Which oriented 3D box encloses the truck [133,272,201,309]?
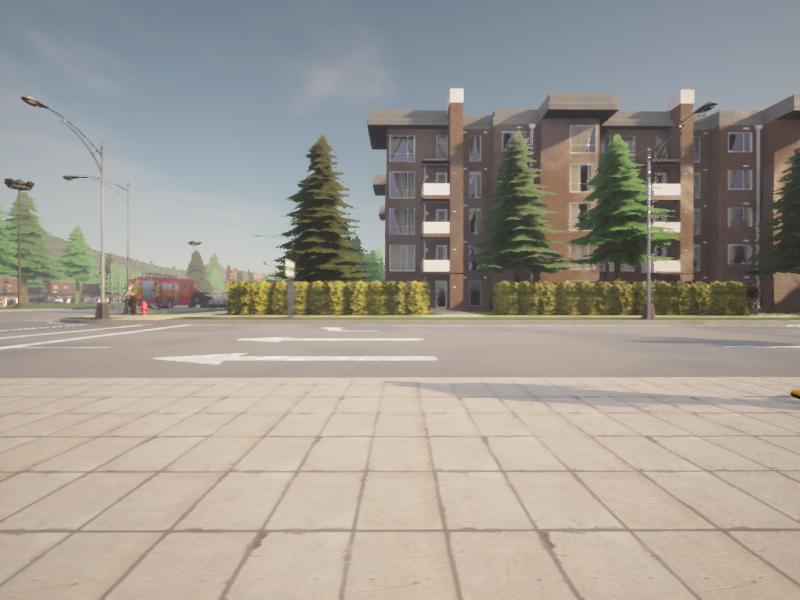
[{"bbox_3d":[-26.084,-0.954,45.387,2.891,3.827,8.468,0,0,0],"label":"truck"}]

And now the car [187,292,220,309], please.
[{"bbox_3d":[-22.594,0.017,46.211,1.905,1.878,3.866,0,0,0],"label":"car"}]

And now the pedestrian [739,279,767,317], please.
[{"bbox_3d":[17.728,-0.093,20.110,0.751,1.860,0.751,0,0,0],"label":"pedestrian"}]

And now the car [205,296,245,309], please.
[{"bbox_3d":[-19.079,0.270,43.873,2.033,1.411,5.357,0,0,0],"label":"car"}]

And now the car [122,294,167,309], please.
[{"bbox_3d":[-29.599,0.133,46.622,1.930,1.638,5.238,0,0,0],"label":"car"}]

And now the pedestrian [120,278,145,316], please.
[{"bbox_3d":[-13.468,-0.133,20.135,0.751,1.860,0.751,0,0,-1],"label":"pedestrian"}]
